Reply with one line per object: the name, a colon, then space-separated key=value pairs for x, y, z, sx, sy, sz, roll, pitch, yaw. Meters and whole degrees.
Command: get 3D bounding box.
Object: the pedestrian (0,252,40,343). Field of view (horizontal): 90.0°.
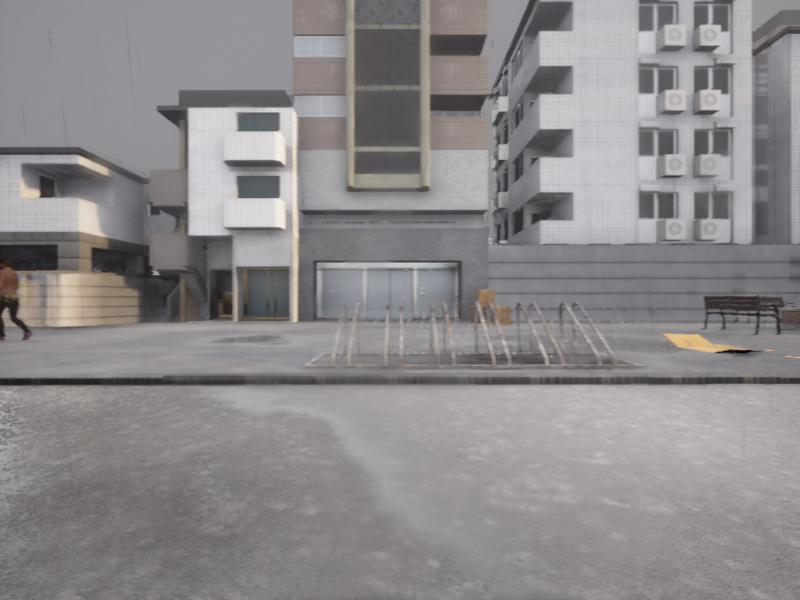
pedestrian: x=-8.461 y=-0.053 z=8.612 sx=0.751 sy=1.860 sz=0.751 roll=0 pitch=0 yaw=-1
